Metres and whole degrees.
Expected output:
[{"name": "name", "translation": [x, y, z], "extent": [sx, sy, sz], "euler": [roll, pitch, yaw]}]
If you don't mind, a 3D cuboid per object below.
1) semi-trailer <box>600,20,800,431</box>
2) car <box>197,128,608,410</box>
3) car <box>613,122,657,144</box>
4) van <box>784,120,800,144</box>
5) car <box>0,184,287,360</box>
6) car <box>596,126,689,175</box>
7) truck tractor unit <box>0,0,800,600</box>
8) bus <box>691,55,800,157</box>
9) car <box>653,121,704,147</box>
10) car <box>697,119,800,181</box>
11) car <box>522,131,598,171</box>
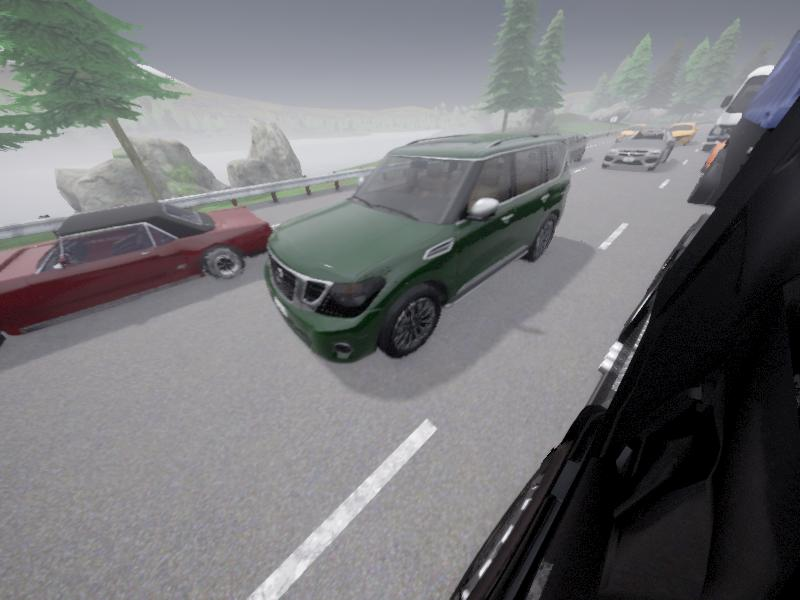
[{"name": "semi-trailer", "translation": [8.592, -3.683, 4.319], "extent": [14.254, 4.402, 2.717], "euler": [-29, 44, -31]}, {"name": "car", "translation": [0.762, -1.372, 3.734], "extent": [5.566, 2.045, 2.150], "euler": [-29, 44, -31]}, {"name": "car", "translation": [24.088, -17.166, 23.651], "extent": [5.366, 1.575, 1.801], "euler": [-29, 44, -31]}, {"name": "van", "translation": [31.354, -12.992, 17.261], "extent": [4.442, 1.987, 1.775], "euler": [-29, 44, -30]}, {"name": "car", "translation": [-4.803, -0.726, 3.866], "extent": [4.718, 1.301, 1.895], "euler": [-29, 44, -31]}, {"name": "car", "translation": [12.684, -7.935, 12.055], "extent": [5.027, 1.651, 2.152], "euler": [-29, 44, -31]}, {"name": "truck tractor unit", "translation": [2.645, -0.295, 0.351], "extent": [6.516, 4.208, 3.053], "euler": [-28, 44, -30]}, {"name": "bus", "translation": [24.065, -12.544, 15.258], "extent": [10.273, 4.253, 3.944], "euler": [-29, 44, -31]}, {"name": "car", "translation": [23.827, -14.194, 19.739], "extent": [5.008, 1.535, 1.882], "euler": [-29, 44, -31]}, {"name": "car", "translation": [15.293, -6.661, 10.055], "extent": [4.553, 1.767, 2.097], "euler": [-30, 45, -31]}, {"name": "car", "translation": [9.430, -8.866, 13.592], "extent": [4.514, 1.525, 2.007], "euler": [-29, 44, -31]}]
